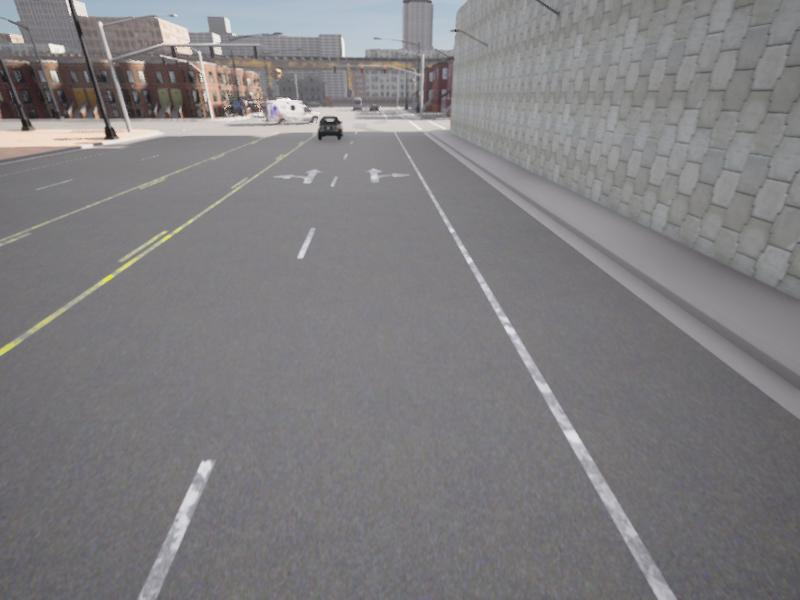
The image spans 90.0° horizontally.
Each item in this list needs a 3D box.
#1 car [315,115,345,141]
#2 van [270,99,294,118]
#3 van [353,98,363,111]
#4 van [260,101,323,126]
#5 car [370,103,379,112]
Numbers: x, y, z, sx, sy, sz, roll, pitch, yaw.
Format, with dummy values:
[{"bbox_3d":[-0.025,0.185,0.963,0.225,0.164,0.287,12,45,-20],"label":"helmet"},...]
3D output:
[{"bbox_3d":[-5.419,-13.546,31.344,1.851,1.617,3.988,-1,27,-3],"label":"car"},{"bbox_3d":[-17.942,-29.339,61.141,1.988,2.561,5.915,-1,27,-3],"label":"van"},{"bbox_3d":[-9.457,-43.690,89.189,1.988,2.561,5.915,-2,27,-5],"label":"van"},{"bbox_3d":[-12.413,-21.458,45.881,6.366,2.431,2.351,-13,30,-24],"label":"van"},{"bbox_3d":[-5.444,-40.894,84.938,1.812,1.442,4.674,-1,27,-2],"label":"car"}]
